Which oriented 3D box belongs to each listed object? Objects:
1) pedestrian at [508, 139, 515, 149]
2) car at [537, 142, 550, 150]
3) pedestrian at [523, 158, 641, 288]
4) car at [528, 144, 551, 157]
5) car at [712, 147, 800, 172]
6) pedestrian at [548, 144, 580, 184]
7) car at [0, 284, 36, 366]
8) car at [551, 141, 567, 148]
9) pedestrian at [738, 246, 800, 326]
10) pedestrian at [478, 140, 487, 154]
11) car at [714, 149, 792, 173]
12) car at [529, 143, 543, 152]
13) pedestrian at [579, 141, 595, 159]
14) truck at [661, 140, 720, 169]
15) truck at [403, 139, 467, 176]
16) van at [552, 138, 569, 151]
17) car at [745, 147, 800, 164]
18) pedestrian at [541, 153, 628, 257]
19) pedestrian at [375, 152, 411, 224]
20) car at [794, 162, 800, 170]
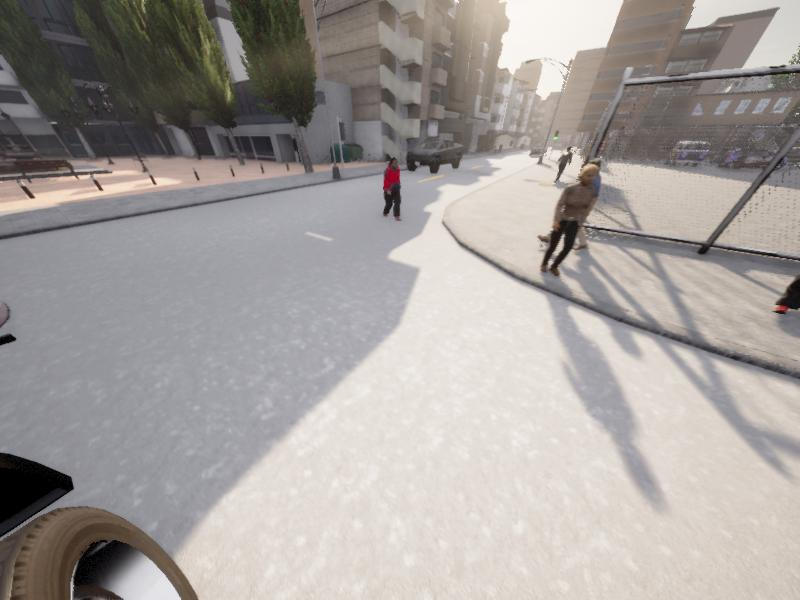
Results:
[{"bbox_3d":[25.300,-35.439,52.538,0.751,1.860,0.751,22,41,28],"label":"pedestrian"},{"bbox_3d":[38.305,-41.038,61.639,2.152,1.651,5.027,22,40,27],"label":"car"},{"bbox_3d":[2.792,-1.239,3.836,0.751,1.860,0.751,10,36,14],"label":"pedestrian"},{"bbox_3d":[21.231,-22.714,35.085,2.033,1.411,5.357,22,40,27],"label":"car"},{"bbox_3d":[30.666,-12.244,20.050,3.705,1.547,1.789,22,40,27],"label":"car"},{"bbox_3d":[9.126,-7.596,12.903,0.751,1.860,0.751,-29,45,-35],"label":"pedestrian"},{"bbox_3d":[-6.699,0.881,1.353,1.812,1.442,4.674,22,40,27],"label":"car"},{"bbox_3d":[54.862,-53.666,79.682,5.027,1.651,2.152,-18,39,-24],"label":"car"},{"bbox_3d":[5.797,-0.596,2.947,0.751,1.860,0.751,-17,39,-22],"label":"pedestrian"},{"bbox_3d":[13.141,-24.425,36.819,0.751,1.860,0.751,29,44,35],"label":"pedestrian"},{"bbox_3d":[30.567,-12.335,20.304,2.033,1.415,5.357,22,40,27],"label":"car"},{"bbox_3d":[31.577,-35.382,53.517,1.970,1.475,3.806,22,40,27],"label":"car"},{"bbox_3d":[23.650,-19.014,29.229,0.751,1.860,0.751,4,35,5],"label":"pedestrian"},{"bbox_3d":[27.385,-13.963,22.046,2.069,2.038,4.478,22,40,27],"label":"truck"},{"bbox_3d":[3.006,-11.722,18.737,2.390,2.098,6.274,21,40,27],"label":"truck"},{"bbox_3d":[40.136,-38.928,57.709,2.351,2.431,6.366,22,40,27],"label":"van"},{"bbox_3d":[44.802,-16.780,26.768,4.892,1.490,1.837,21,40,27],"label":"car"},{"bbox_3d":[3.777,-1.993,4.914,0.751,1.860,0.751,19,39,24],"label":"pedestrian"},{"bbox_3d":[-0.206,-3.423,7.105,0.751,1.860,0.751,-22,41,-28],"label":"pedestrian"},{"bbox_3d":[34.669,-11.051,18.409,1.845,1.501,3.633,22,40,27],"label":"car"}]
